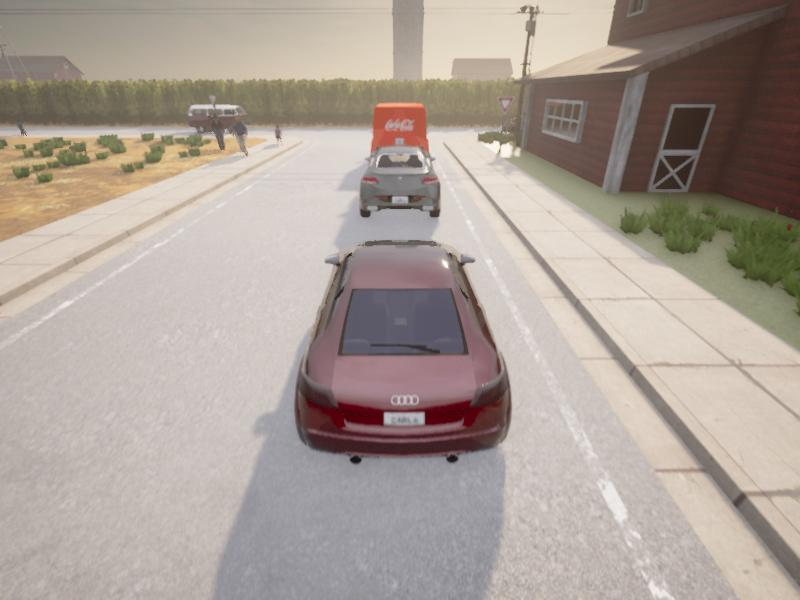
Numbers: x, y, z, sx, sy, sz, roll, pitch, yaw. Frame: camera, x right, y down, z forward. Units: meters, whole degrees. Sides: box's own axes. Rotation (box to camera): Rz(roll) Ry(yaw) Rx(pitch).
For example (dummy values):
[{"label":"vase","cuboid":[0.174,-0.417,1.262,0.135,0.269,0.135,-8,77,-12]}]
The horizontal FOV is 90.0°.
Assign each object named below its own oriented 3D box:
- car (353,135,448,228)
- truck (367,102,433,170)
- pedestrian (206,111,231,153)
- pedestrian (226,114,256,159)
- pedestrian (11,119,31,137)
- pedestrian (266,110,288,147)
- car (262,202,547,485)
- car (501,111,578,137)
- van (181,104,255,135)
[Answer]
[{"label":"car","cuboid":[0.007,-3.659,11.660,2.152,1.651,5.027,0,28,0]},{"label":"truck","cuboid":[0.007,-7.807,18.665,2.627,2.467,5.204,0,28,0]},{"label":"pedestrian","cuboid":[-9.225,-8.533,20.328,0.751,1.860,0.751,-13,31,-24]},{"label":"pedestrian","cuboid":[-7.296,-7.553,18.456,0.751,1.860,0.751,1,28,1]},{"label":"pedestrian","cuboid":[-26.046,-11.831,27.501,0.500,1.100,0.500,0,28,0]},{"label":"pedestrian","cuboid":[-6.832,-9.569,22.307,0.751,1.860,0.751,1,28,3]},{"label":"car","cuboid":[0.008,-0.009,4.963,1.994,1.385,4.181,0,28,-1]},{"label":"car","cuboid":[10.531,-13.453,30.533,4.974,1.542,2.038,-4,28,-6]},{"label":"van","cuboid":[-14.142,-14.171,31.348,4.480,2.038,2.069,0,27,2]}]
